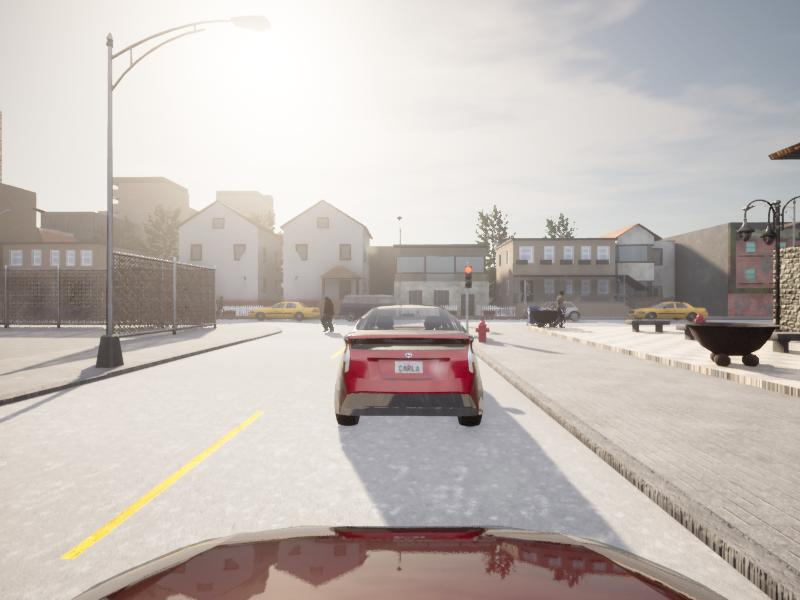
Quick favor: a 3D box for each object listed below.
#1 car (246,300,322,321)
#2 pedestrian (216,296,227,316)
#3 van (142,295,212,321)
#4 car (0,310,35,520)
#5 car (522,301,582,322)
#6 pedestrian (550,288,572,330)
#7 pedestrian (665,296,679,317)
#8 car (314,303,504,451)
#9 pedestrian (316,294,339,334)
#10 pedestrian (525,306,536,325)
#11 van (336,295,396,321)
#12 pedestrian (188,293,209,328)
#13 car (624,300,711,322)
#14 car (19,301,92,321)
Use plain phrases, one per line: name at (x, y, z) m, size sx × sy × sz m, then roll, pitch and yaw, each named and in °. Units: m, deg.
car at (-8.855, 0.801, 30.810) m, size 5.366 × 1.575 × 1.801 m, roll 0°, pitch 0°, yaw 1°
pedestrian at (-16.211, 0.533, 36.296) m, size 0.751 × 1.860 × 0.751 m, roll 0°, pitch 0°, yaw -11°
van at (-17.203, 0.599, 30.932) m, size 4.442 × 1.987 × 1.775 m, roll 0°, pitch 0°, yaw 2°
car at (-4.006, 0.836, 0.742) m, size 2.128 × 1.511 × 4.902 m, roll 0°, pitch 0°, yaw 1°
car at (11.485, 0.853, 30.360) m, size 3.806 × 1.475 × 1.970 m, roll 0°, pitch 0°, yaw 1°
pedestrian at (7.371, 0.407, 18.339) m, size 0.751 × 1.860 × 0.751 m, roll 0°, pitch 0°, yaw 7°
pedestrian at (24.319, 0.533, 35.802) m, size 0.751 × 1.860 × 0.751 m, roll 0°, pitch 0°, yaw 8°
car at (0.137, 0.828, 6.489) m, size 2.007 × 1.525 × 4.514 m, roll 0°, pitch 0°, yaw 1°
pedestrian at (-3.454, 0.637, 19.102) m, size 0.751 × 1.860 × 0.751 m, roll 0°, pitch 0°, yaw 25°
pedestrian at (7.658, 0.905, 23.488) m, size 0.500 × 1.100 × 0.500 m, roll 0°, pitch 0°, yaw 6°
van at (-2.525, 0.598, 30.669) m, size 4.442 × 1.987 × 1.775 m, roll 0°, pitch 0°, yaw 1°
pedestrian at (-10.913, 0.534, 21.683) m, size 0.751 × 1.860 × 0.751 m, roll 0°, pitch 0°, yaw 5°
car at (20.071, 0.801, 30.172) m, size 5.366 × 1.575 × 1.801 m, roll 0°, pitch 0°, yaw 1°
car at (-26.759, 0.854, 31.190) m, size 4.193 × 1.474 × 1.816 m, roll 0°, pitch 0°, yaw 1°
